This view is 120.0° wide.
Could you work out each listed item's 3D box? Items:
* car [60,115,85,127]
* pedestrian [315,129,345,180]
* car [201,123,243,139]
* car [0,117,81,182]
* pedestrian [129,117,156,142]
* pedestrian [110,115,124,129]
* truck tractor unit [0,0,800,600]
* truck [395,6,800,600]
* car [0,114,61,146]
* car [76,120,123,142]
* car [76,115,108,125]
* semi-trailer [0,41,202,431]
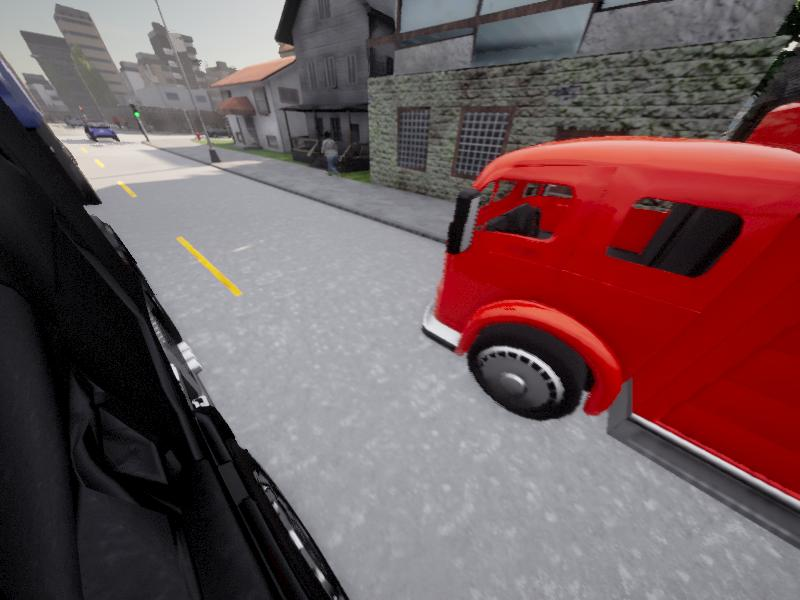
[{"bbox_3d":[-61.891,-33.832,43.636,4.856,1.649,2.033,28,44,30],"label":"car"},{"bbox_3d":[-3.138,-6.606,10.522,0.751,1.860,0.751,29,44,31],"label":"pedestrian"},{"bbox_3d":[-24.571,-23.424,32.093,1.851,1.617,3.988,28,44,30],"label":"car"},{"bbox_3d":[-15.778,-6.530,9.815,4.605,1.855,1.932,30,44,31],"label":"car"},{"bbox_3d":[-24.495,-16.213,22.025,0.751,1.860,0.751,8,37,7],"label":"pedestrian"},{"bbox_3d":[-47.861,-30.060,39.069,0.751,1.860,0.751,25,42,27],"label":"pedestrian"},{"bbox_3d":[-2.645,-0.295,0.351,6.516,4.208,3.053,28,44,30],"label":"truck tractor unit"},{"bbox_3d":[2.828,0.207,1.489,5.204,2.467,2.627,28,44,30],"label":"truck"},{"bbox_3d":[-28.635,-13.207,17.929,3.866,1.878,1.905,29,44,31],"label":"car"},{"bbox_3d":[-29.475,-16.569,22.677,4.514,1.525,2.007,28,44,30],"label":"car"},{"bbox_3d":[-73.329,-42.977,55.165,1.851,1.617,3.988,7,37,6],"label":"car"},{"bbox_3d":[-8.715,-3.593,4.211,14.254,4.402,2.717,28,44,30],"label":"semi-trailer"}]
